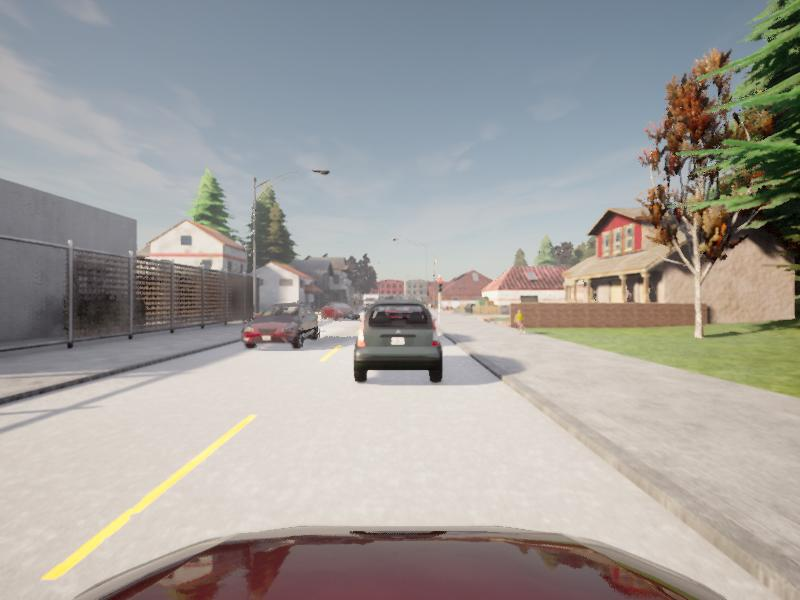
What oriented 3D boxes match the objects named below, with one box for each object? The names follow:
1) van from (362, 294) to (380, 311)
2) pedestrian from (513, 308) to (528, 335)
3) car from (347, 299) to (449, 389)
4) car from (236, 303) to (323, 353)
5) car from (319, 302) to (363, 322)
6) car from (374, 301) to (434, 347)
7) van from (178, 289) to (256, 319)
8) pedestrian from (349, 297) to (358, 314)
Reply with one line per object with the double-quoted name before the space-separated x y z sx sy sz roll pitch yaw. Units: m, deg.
"van" -4.264 0.377 60.388 2.351 2.431 6.366 0 0 0
"pedestrian" 5.104 0.913 16.957 0.500 1.100 0.500 0 0 0
"car" -0.036 0.788 9.211 1.851 1.617 3.988 0 0 0
"car" -4.048 0.854 14.175 1.816 1.474 4.193 0 0 0
"car" -4.623 0.869 30.834 1.812 1.442 4.674 1 0 -29
"car" 0.073 0.828 15.716 2.007 1.525 4.514 0 0 -2
"van" -15.839 0.322 34.815 5.915 2.561 1.988 0 0 0
"pedestrian" -5.344 0.637 45.883 0.751 1.860 0.751 0 0 17
